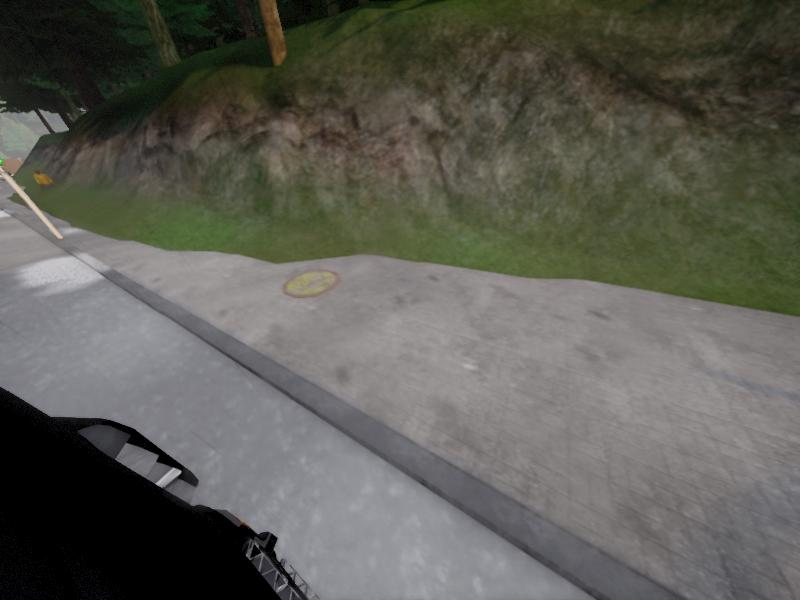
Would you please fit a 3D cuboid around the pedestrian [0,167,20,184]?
[{"bbox_3d":[-51.099,-16.203,30.088,0.751,1.860,0.751,16,38,26],"label":"pedestrian"}]

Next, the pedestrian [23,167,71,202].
[{"bbox_3d":[-22.122,-7.260,14.531,0.751,1.860,0.751,15,37,24],"label":"pedestrian"}]
